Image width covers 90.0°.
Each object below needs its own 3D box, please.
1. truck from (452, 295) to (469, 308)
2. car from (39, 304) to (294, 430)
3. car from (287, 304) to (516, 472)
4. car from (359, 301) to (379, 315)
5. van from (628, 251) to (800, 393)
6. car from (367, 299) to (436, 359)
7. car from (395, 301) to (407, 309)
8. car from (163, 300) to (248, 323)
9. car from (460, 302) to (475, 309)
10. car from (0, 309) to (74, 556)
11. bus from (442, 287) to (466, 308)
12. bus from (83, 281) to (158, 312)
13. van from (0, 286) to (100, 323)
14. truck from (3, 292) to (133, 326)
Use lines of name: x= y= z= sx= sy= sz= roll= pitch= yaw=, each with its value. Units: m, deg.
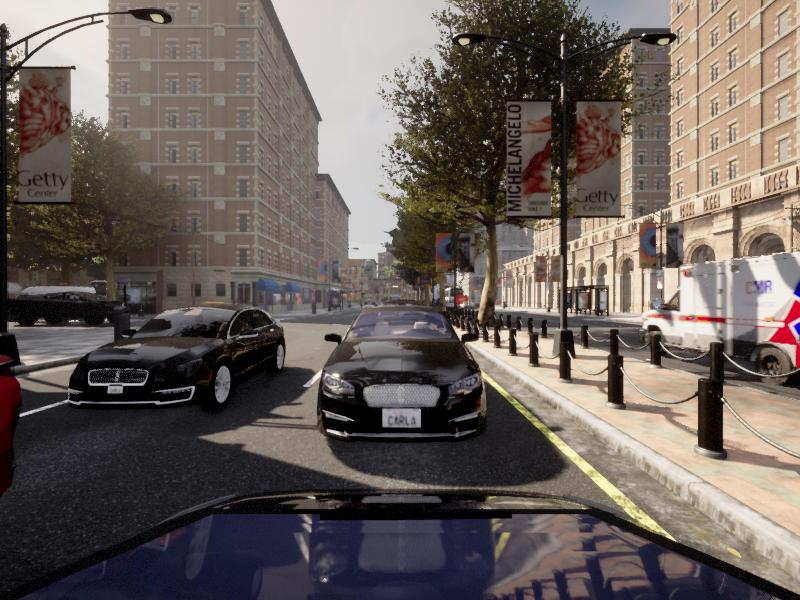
truck: x=11.763 y=0.355 z=78.047 sx=2.627 sy=2.467 sz=5.204 roll=0 pitch=0 yaw=0
car: x=-3.503 y=0.845 z=7.333 sx=1.837 sy=1.490 sz=4.892 roll=0 pitch=0 yaw=0
car: x=0.023 y=0.836 z=6.166 sx=2.128 sy=1.511 sz=4.902 roll=0 pitch=0 yaw=0
car: x=-3.351 y=0.827 z=44.086 sx=1.845 sy=1.501 sz=3.633 roll=0 pitch=0 yaw=0
van: x=8.034 y=0.378 z=8.847 sx=2.351 sy=2.431 sz=6.366 roll=0 pitch=0 yaw=0
car: x=0.043 y=0.788 z=12.806 sx=1.851 sy=1.617 sz=3.988 roll=0 pitch=0 yaw=0
car: x=0.233 y=0.888 z=70.118 sx=2.033 sy=1.411 sz=5.357 roll=0 pitch=0 yaw=0
car: x=-14.104 y=0.801 z=29.329 sx=5.366 sy=1.575 sz=1.801 roll=0 pitch=0 yaw=-12
car: x=11.736 y=0.942 z=70.013 sx=1.895 sy=1.301 sz=4.718 roll=0 pitch=0 yaw=0
car: x=-3.495 y=0.828 z=0.791 sx=2.007 sy=1.525 sz=4.514 roll=0 pitch=0 yaw=0
bus: x=11.676 y=-0.538 z=88.180 sx=3.944 sy=4.253 sz=10.273 roll=0 pitch=0 yaw=0
bus: x=-41.469 y=-0.538 z=60.045 sx=3.944 sy=4.253 sz=10.273 roll=0 pitch=0 yaw=0
van: x=-25.415 y=0.322 z=28.937 sx=5.915 sy=2.561 sz=1.988 roll=0 pitch=0 yaw=-1
truck: x=-20.892 y=0.542 z=25.433 sx=6.274 sy=2.098 sz=2.390 roll=0 pitch=0 yaw=-1
